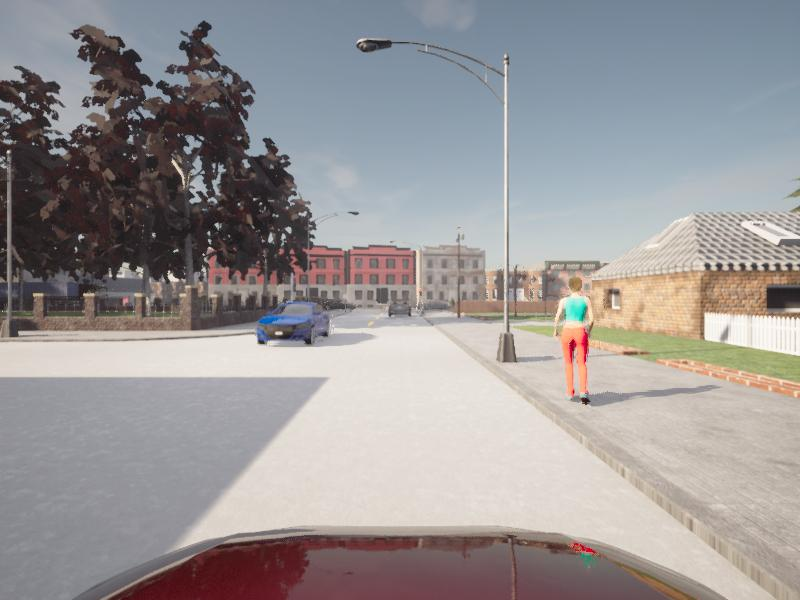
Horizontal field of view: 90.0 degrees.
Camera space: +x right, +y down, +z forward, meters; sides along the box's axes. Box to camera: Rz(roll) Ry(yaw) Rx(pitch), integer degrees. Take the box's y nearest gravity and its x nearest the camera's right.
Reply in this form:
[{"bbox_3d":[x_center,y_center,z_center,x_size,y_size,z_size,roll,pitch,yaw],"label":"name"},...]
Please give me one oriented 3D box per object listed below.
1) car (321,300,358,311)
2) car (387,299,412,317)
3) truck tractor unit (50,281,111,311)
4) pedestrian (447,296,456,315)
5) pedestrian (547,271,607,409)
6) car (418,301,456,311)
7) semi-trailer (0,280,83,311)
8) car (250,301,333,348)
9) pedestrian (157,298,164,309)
[{"bbox_3d":[-8.777,0.822,57.946,5.008,1.535,1.882,0,0,9],"label":"car"},{"bbox_3d":[-0.003,0.756,39.228,2.242,1.667,4.611,0,0,1],"label":"car"},{"bbox_3d":[-46.512,-0.524,58.390,6.516,4.208,3.053,0,0,0],"label":"truck tractor unit"},{"bbox_3d":[4.984,0.532,38.532,0.751,1.860,0.751,0,0,-1],"label":"pedestrian"},{"bbox_3d":[2.565,0.533,5.873,0.751,1.860,0.751,0,0,21],"label":"pedestrian"},{"bbox_3d":[5.329,0.894,58.383,5.357,1.411,2.033,0,0,0],"label":"car"},{"bbox_3d":[-54.426,-0.619,58.441,14.254,4.402,2.717,0,0,0],"label":"semi-trailer"},{"bbox_3d":[-3.954,0.822,15.570,1.882,1.535,5.008,0,0,0],"label":"car"},{"bbox_3d":[-39.163,0.532,65.442,0.751,1.860,0.751,0,0,34],"label":"pedestrian"}]
